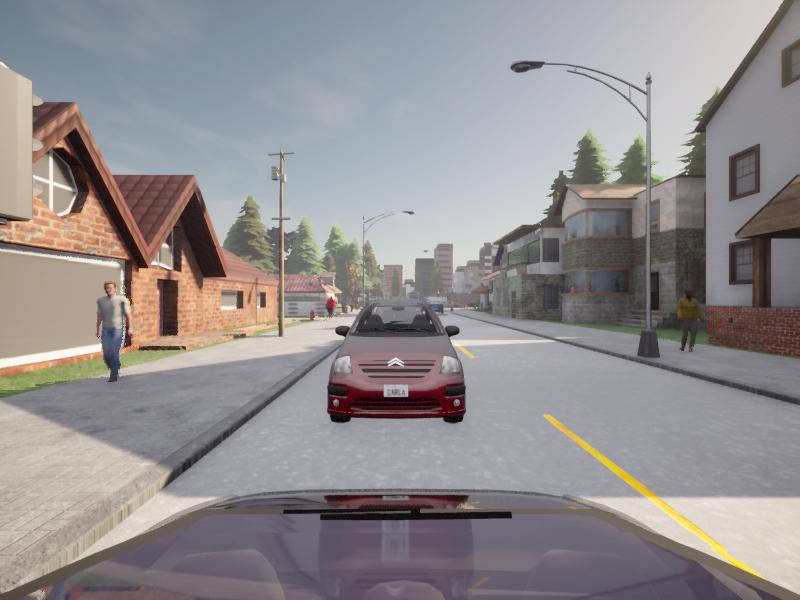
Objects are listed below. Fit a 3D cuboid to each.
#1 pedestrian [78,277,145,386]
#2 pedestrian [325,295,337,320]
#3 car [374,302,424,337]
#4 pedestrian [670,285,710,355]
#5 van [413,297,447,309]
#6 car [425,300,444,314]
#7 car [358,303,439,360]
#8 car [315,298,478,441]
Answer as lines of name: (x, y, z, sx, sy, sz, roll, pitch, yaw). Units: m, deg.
pedestrian: (-5.169, 0.533, 7.218, 0.751, 1.860, 0.751, 0, 0, -12)
pedestrian: (-5.102, 0.533, 29.550, 0.751, 1.860, 0.751, 0, 0, 2)
car: (-0.032, 0.851, 19.557, 2.163, 1.488, 4.792, 0, 0, 0)
pedestrian: (8.094, 0.533, 11.200, 0.751, 1.860, 0.751, 0, 0, 21)
van: (5.972, 0.593, 79.666, 6.366, 2.431, 2.351, 0, 0, -19)
car: (3.980, 0.823, 46.920, 1.882, 1.535, 5.008, 0, 0, 0)
car: (-0.034, 0.851, 13.091, 2.163, 1.488, 4.792, 0, 0, 0)
car: (-0.037, 0.788, 6.528, 1.851, 1.617, 3.988, 0, 0, 0)
